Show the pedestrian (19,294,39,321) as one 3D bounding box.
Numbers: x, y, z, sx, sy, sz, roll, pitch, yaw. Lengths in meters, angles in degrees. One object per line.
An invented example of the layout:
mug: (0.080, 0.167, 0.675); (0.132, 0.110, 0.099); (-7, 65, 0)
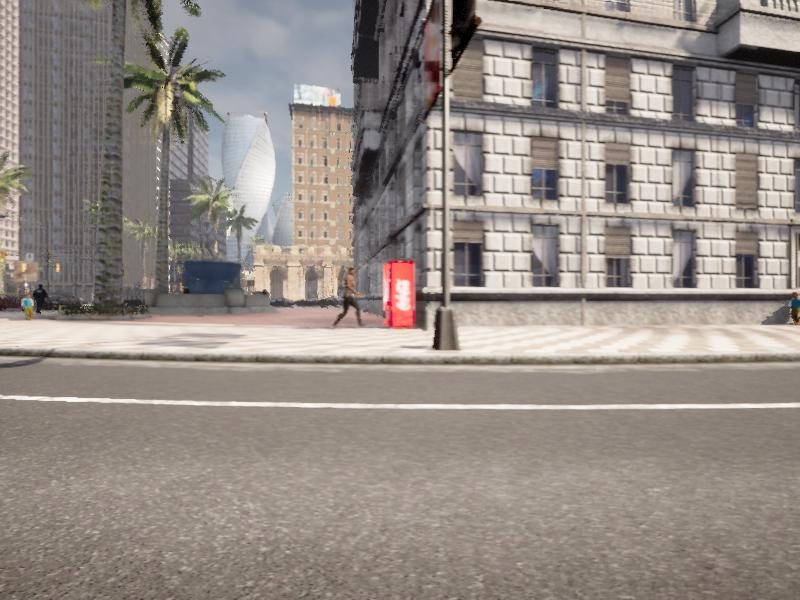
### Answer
pedestrian: (-15.413, 0.290, 16.614); (0.500, 1.100, 0.500); (0, 0, 36)

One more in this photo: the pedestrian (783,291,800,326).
pedestrian: (13.057, 0.276, 13.130); (0.500, 1.100, 0.500); (0, 0, -11)

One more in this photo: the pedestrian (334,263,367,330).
pedestrian: (-1.427, -0.100, 11.541); (0.751, 1.860, 0.751); (0, 0, 11)

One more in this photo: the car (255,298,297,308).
car: (-17.435, 0.364, 56.507); (5.357, 1.411, 2.033); (0, 0, -10)

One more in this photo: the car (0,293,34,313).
car: (-33.967, 0.231, 33.747); (2.152, 1.651, 5.027); (0, 0, -10)

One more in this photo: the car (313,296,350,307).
car: (-9.859, 0.239, 57.880); (5.238, 1.638, 1.930); (0, 0, -10)

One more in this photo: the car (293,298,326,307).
car: (-13.710, 0.416, 60.737); (4.718, 1.301, 1.895); (0, 0, -10)

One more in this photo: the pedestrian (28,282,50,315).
pedestrian: (-20.673, -0.081, 22.933); (0.751, 1.860, 0.751); (0, 0, -25)

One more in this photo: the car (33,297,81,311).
car: (-35.578, 0.367, 41.656); (1.994, 1.385, 4.181); (0, 0, -10)
